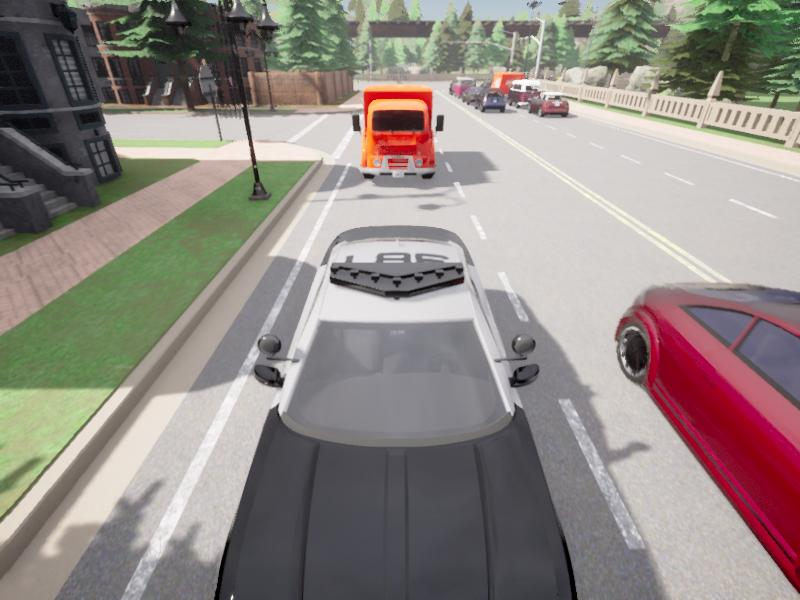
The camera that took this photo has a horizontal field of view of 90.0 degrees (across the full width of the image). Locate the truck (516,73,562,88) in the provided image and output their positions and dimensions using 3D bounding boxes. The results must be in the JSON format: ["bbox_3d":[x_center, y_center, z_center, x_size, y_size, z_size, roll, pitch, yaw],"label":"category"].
[{"bbox_3d":[22.069,-35.100,63.949,6.274,2.098,2.390,0,30,0],"label":"truck"}]

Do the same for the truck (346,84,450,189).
[{"bbox_3d":[-0.061,-5.549,13.038,2.627,2.467,5.204,0,30,0],"label":"truck"}]

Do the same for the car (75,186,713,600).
[{"bbox_3d":[-0.024,0.498,3.520,1.930,1.638,5.238,0,30,0],"label":"car"}]

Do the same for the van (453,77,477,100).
[{"bbox_3d":[6.834,-22.508,42.510,1.775,1.987,4.442,0,30,0],"label":"van"}]

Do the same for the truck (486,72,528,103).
[{"bbox_3d":[10.349,-20.858,39.220,2.627,2.467,5.204,0,30,0],"label":"truck"}]

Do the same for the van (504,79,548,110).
[{"bbox_3d":[10.368,-17.169,33.338,2.069,2.038,4.480,0,30,0],"label":"van"}]

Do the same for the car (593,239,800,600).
[{"bbox_3d":[3.478,0.974,2.984,1.994,1.385,4.181,0,30,0],"label":"car"}]

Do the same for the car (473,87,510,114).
[{"bbox_3d":[6.879,-15.343,30.642,1.851,1.617,3.988,0,30,0],"label":"car"}]

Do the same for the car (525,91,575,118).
[{"bbox_3d":[10.388,-13.769,28.087,1.970,1.475,3.806,0,30,0],"label":"car"}]

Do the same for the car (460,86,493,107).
[{"bbox_3d":[6.859,-18.665,36.529,2.033,1.411,5.357,0,30,0],"label":"car"}]

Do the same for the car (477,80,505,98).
[{"bbox_3d":[10.322,-24.283,45.906,2.033,1.649,4.856,0,30,0],"label":"car"}]
